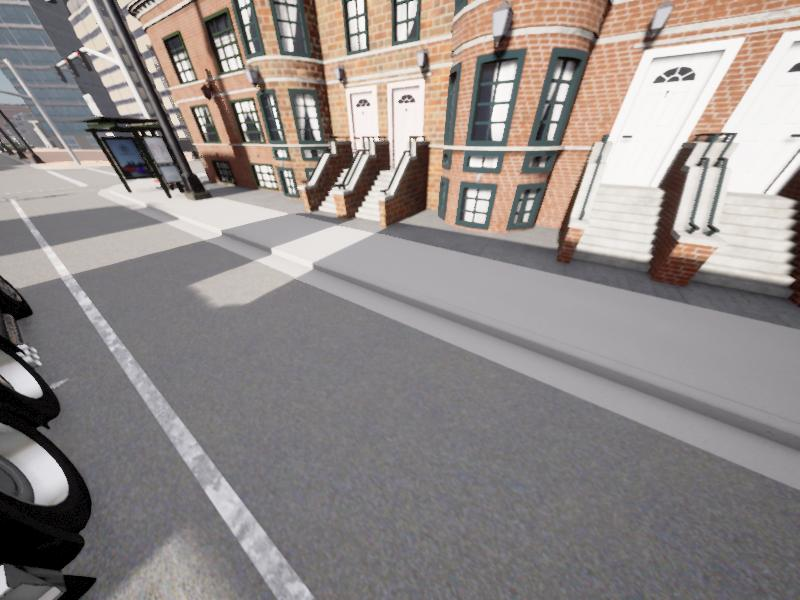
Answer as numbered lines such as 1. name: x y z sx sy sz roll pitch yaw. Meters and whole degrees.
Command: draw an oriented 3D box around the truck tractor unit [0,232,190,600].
1. truck tractor unit: -5.061 -0.344 0.866 6.516 4.208 3.053 20 40 27
